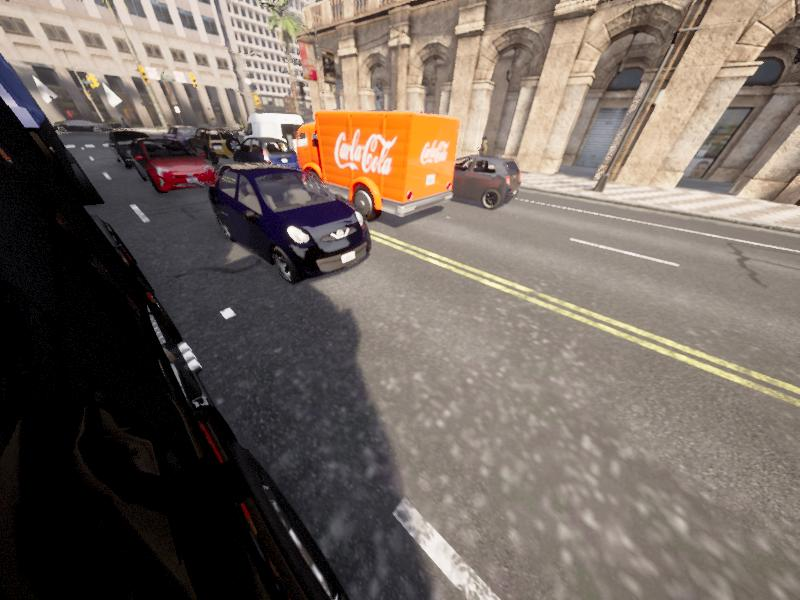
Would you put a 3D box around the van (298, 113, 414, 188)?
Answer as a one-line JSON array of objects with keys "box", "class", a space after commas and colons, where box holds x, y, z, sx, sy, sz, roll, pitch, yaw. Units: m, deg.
[{"box": [-2.333, -7.693, 11.666, 5.915, 2.561, 1.988, 28, 44, 30], "class": "van"}]

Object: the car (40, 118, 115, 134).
[{"box": [-40.549, -21.937, 29.254, 2.033, 1.411, 5.357, 28, 44, 30], "class": "car"}]

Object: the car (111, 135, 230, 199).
[{"box": [-8.825, -5.280, 8.875, 4.514, 1.525, 2.007, 28, 44, 30], "class": "car"}]

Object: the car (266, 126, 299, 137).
[{"box": [-21.708, -31.371, 42.989, 2.163, 1.488, 4.792, 29, 44, 30], "class": "car"}]

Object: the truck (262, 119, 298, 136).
[{"box": [-23.463, -33.803, 45.303, 2.627, 2.467, 5.204, 28, 44, 30], "class": "truck"}]

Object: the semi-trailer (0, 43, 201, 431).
[{"box": [-8.692, -3.610, 4.233, 14.254, 4.402, 2.717, 28, 44, 30], "class": "semi-trailer"}]

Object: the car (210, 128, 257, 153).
[{"box": [-14.214, -13.668, 19.749, 3.633, 1.501, 1.845, 29, 44, 30], "class": "car"}]

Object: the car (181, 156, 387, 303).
[{"box": [-2.218, -1.708, 4.514, 3.633, 1.501, 1.845, 28, 44, 30], "class": "car"}]

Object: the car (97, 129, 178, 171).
[{"box": [-14.190, -8.183, 12.444, 4.892, 1.490, 1.837, 29, 44, 30], "class": "car"}]

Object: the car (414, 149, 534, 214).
[{"box": [2.591, -4.627, 8.720, 3.633, 1.501, 1.845, 28, 44, 30], "class": "car"}]

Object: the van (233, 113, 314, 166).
[{"box": [-8.721, -11.140, 15.873, 5.915, 2.561, 1.988, 28, 44, 30], "class": "van"}]

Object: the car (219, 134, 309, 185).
[{"box": [-6.422, -6.764, 10.944, 3.988, 1.617, 1.851, 28, 44, 30], "class": "car"}]

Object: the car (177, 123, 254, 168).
[{"box": [-11.193, -9.449, 14.006, 4.605, 1.855, 1.932, 28, 44, 30], "class": "car"}]

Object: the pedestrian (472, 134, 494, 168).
[{"box": [5.579, -10.079, 15.630, 0.751, 1.860, 0.751, 30, 45, 31], "class": "pedestrian"}]

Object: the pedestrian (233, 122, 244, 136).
[{"box": [-26.628, -28.236, 38.128, 0.751, 1.860, 0.751, 27, 43, 29], "class": "pedestrian"}]

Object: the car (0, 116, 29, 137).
[{"box": [-39.171, -16.469, 21.852, 1.851, 1.617, 3.988, 28, 44, 30], "class": "car"}]

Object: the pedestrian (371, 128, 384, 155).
[{"box": [-1.952, -13.917, 20.285, 0.751, 1.860, 0.751, -24, 44, -31], "class": "pedestrian"}]

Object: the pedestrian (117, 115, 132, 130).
[{"box": [-43.960, -28.300, 36.863, 0.751, 1.860, 0.751, -29, 47, -35], "class": "pedestrian"}]

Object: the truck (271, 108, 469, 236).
[{"box": [-1.097, -4.245, 7.191, 5.204, 2.467, 2.627, 28, 44, 30], "class": "truck"}]

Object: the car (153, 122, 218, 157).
[{"box": [-15.820, -11.890, 17.048, 4.553, 1.767, 2.097, 29, 44, 30], "class": "car"}]

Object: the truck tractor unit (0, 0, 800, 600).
[{"box": [-2.645, -0.295, 0.351, 6.516, 4.208, 3.053, 28, 44, 30], "class": "truck tractor unit"}]
